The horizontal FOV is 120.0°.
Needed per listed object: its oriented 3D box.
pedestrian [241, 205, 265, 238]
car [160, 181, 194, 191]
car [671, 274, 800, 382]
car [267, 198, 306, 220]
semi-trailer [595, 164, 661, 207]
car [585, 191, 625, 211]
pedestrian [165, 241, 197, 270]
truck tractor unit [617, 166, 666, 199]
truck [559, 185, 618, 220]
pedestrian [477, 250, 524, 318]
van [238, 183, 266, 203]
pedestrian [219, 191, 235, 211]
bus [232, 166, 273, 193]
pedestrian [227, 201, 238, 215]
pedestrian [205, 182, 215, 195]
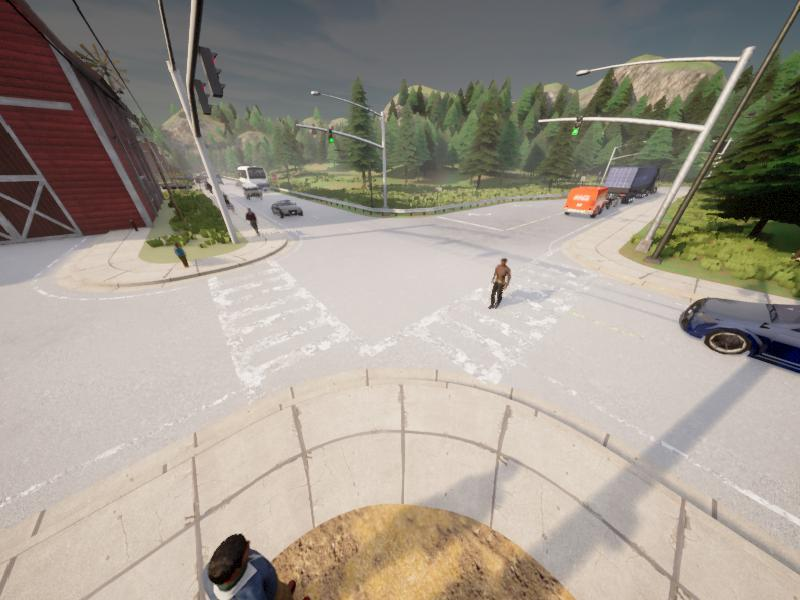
[{"bbox_3d":[-9.477,-5.079,14.931,0.751,1.860,0.751,-23,37,-34],"label":"pedestrian"},{"bbox_3d":[-45.444,-23.247,47.133,4.792,1.488,2.163,-24,37,-35],"label":"car"},{"bbox_3d":[9.771,0.942,5.348,1.994,1.385,4.181,-22,37,-33],"label":"car"},{"bbox_3d":[-11.084,-8.948,22.479,1.994,1.385,4.181,-22,37,-33],"label":"car"},{"bbox_3d":[31.131,-15.800,31.242,14.254,4.402,2.717,-22,37,-34],"label":"semi-trailer"},{"bbox_3d":[23.814,-11.551,26.811,4.902,1.511,2.128,-22,37,-33],"label":"car"},{"bbox_3d":[-9.681,-1.971,10.255,0.500,1.100,0.500,9,31,15],"label":"pedestrian"},{"bbox_3d":[37.247,-18.221,35.642,6.516,4.208,3.053,-22,37,-33],"label":"truck tractor unit"},{"bbox_3d":[18.192,-9.531,22.327,5.204,2.467,2.627,-23,37,-34],"label":"truck"},{"bbox_3d":[3.122,-0.502,7.281,0.751,1.860,0.751,-25,38,-36],"label":"pedestrian"},{"bbox_3d":[-20.885,-15.182,32.598,2.069,2.038,4.480,-22,37,-33],"label":"van"},{"bbox_3d":[-17.889,-10.235,23.862,0.751,1.860,0.751,-22,37,-34],"label":"pedestrian"},{"bbox_3d":[-28.845,-23.616,45.001,3.944,4.253,10.273,-22,37,-33],"label":"bus"},{"bbox_3d":[-16.105,-8.830,22.188,0.500,1.100,0.500,-22,37,-33],"label":"pedestrian"},{"bbox_3d":[-30.879,-18.162,37.593,0.751,1.860,0.751,-19,35,-30],"label":"pedestrian"}]
